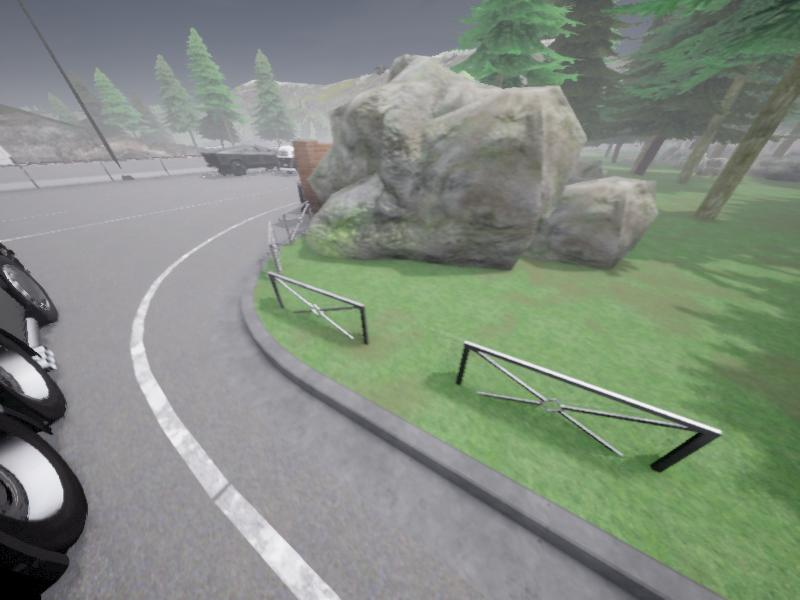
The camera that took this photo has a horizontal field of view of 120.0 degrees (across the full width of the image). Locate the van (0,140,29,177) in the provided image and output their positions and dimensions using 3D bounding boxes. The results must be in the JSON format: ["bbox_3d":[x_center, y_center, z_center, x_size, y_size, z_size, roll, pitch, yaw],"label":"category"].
[{"bbox_3d":[-34.249,-10.603,17.419,1.988,2.561,5.915,17,38,23],"label":"van"}]

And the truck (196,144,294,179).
[{"bbox_3d":[-12.759,-11.992,19.758,2.390,2.098,6.274,17,39,23],"label":"truck"}]

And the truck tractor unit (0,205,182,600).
[{"bbox_3d":[-5.042,-0.336,0.988,6.516,4.208,3.053,20,40,30],"label":"truck tractor unit"}]
